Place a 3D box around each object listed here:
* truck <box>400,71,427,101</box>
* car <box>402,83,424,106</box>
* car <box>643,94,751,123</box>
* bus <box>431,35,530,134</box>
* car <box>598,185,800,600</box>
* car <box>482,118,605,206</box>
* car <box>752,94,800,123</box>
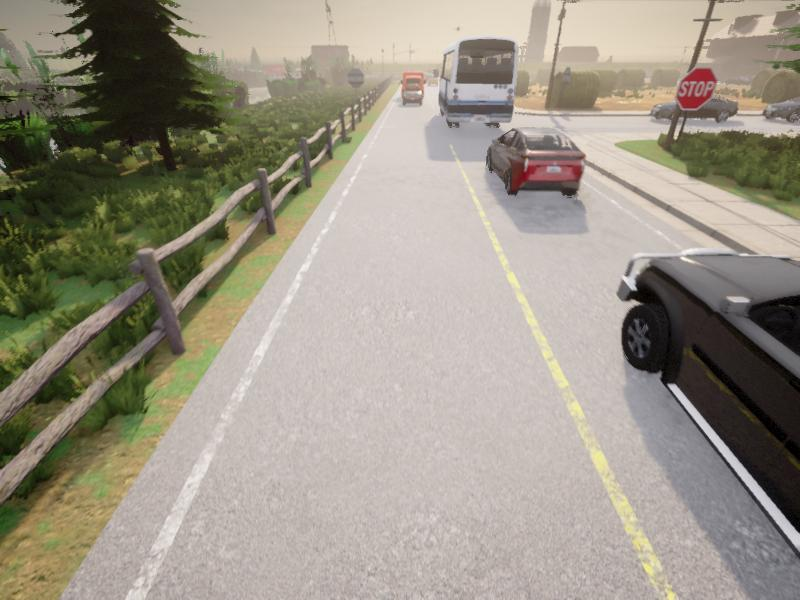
[{"bbox_3d":[1.348,-22.322,41.599,2.627,2.467,5.204,1,32,1],"label":"truck"},{"bbox_3d":[1.130,-18.454,35.897,1.851,1.617,3.988,1,30,1],"label":"car"},{"bbox_3d":[18.466,-12.049,25.124,4.902,1.511,2.128,-1,30,-1],"label":"car"},{"bbox_3d":[4.133,-12.947,23.903,3.944,4.253,10.273,1,30,1],"label":"bus"},{"bbox_3d":[3.567,0.732,2.873,1.932,1.855,4.605,0,31,1],"label":"car"},{"bbox_3d":[3.789,-4.164,11.574,2.007,1.525,4.514,1,30,1],"label":"car"},{"bbox_3d":[25.813,-12.116,25.239,4.902,1.511,2.128,-1,30,-1],"label":"car"}]
